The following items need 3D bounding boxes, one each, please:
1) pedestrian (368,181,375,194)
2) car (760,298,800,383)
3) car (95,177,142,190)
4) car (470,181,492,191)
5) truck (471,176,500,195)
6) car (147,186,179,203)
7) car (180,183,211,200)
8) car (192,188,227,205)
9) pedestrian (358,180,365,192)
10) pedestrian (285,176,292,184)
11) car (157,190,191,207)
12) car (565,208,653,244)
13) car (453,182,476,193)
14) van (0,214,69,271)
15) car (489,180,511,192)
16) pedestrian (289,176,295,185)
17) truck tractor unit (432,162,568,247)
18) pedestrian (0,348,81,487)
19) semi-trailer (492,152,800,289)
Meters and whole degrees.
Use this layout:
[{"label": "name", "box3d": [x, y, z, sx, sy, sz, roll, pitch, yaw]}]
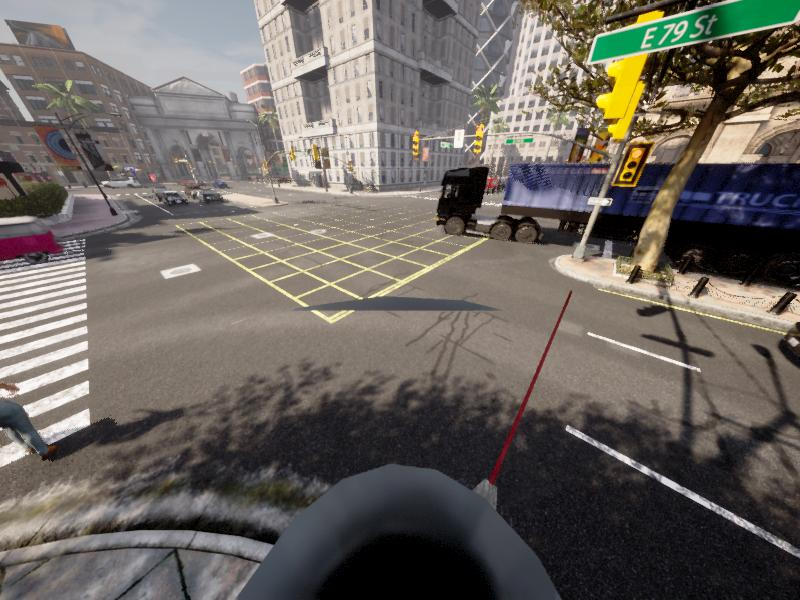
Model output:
[{"label": "pedestrian", "box3d": [-4.662, -18.267, 37.432, 0.751, 1.860, 0.751, 12, 32, 20]}, {"label": "car", "box3d": [10.923, 1.536, 3.850, 4.892, 1.490, 1.837, 23, 37, 34]}, {"label": "car", "box3d": [-57.745, -24.040, 47.605, 5.566, 2.045, 2.150, -20, 35, -30]}, {"label": "car", "box3d": [16.414, -23.026, 46.495, 2.033, 1.411, 5.357, 23, 37, 34]}, {"label": "truck", "box3d": [14.829, -19.820, 39.864, 2.627, 2.467, 5.204, 22, 37, 33]}, {"label": "car", "box3d": [-32.069, -14.368, 31.251, 5.238, 1.638, 1.930, 23, 37, 34]}, {"label": "car", "box3d": [-29.341, -15.610, 33.164, 4.605, 1.855, 1.932, 23, 37, 34]}, {"label": "car", "box3d": [-24.565, -13.443, 29.759, 4.974, 1.542, 2.038, 23, 37, 34]}, {"label": "pedestrian", "box3d": [-6.722, -19.913, 40.282, 0.751, 1.860, 0.751, -19, 35, -30]}, {"label": "pedestrian", "box3d": [-27.703, -29.776, 57.365, 0.751, 1.860, 0.751, 22, 36, 33]}, {"label": "car", "box3d": [-26.955, -12.141, 27.558, 3.806, 1.475, 1.970, 23, 37, 34]}, {"label": "car", "box3d": [13.393, -4.930, 15.068, 3.806, 1.475, 1.970, 23, 37, 34]}, {"label": "car", "box3d": [11.707, -20.252, 41.589, 1.837, 1.490, 4.892, 23, 37, 34]}, {"label": "van", "box3d": [-18.612, -2.298, 10.000, 1.775, 1.987, 4.442, 23, 37, 34]}, {"label": "car", "box3d": [19.373, -22.171, 44.765, 1.930, 1.638, 5.238, 23, 37, 34]}, {"label": "pedestrian", "box3d": [-25.750, -28.559, 55.259, 0.751, 1.860, 0.751, -20, 36, -31]}, {"label": "truck tractor unit", "box3d": [5.787, -6.221, 14.560, 6.516, 4.208, 3.053, 13, 32, 21]}, {"label": "pedestrian", "box3d": [-5.789, 1.616, 3.297, 0.751, 1.860, 0.751, 22, 37, 33]}, {"label": "semi-trailer", "box3d": [12.374, -4.141, 10.759, 14.254, 4.402, 2.717, 20, 35, 31]}]
